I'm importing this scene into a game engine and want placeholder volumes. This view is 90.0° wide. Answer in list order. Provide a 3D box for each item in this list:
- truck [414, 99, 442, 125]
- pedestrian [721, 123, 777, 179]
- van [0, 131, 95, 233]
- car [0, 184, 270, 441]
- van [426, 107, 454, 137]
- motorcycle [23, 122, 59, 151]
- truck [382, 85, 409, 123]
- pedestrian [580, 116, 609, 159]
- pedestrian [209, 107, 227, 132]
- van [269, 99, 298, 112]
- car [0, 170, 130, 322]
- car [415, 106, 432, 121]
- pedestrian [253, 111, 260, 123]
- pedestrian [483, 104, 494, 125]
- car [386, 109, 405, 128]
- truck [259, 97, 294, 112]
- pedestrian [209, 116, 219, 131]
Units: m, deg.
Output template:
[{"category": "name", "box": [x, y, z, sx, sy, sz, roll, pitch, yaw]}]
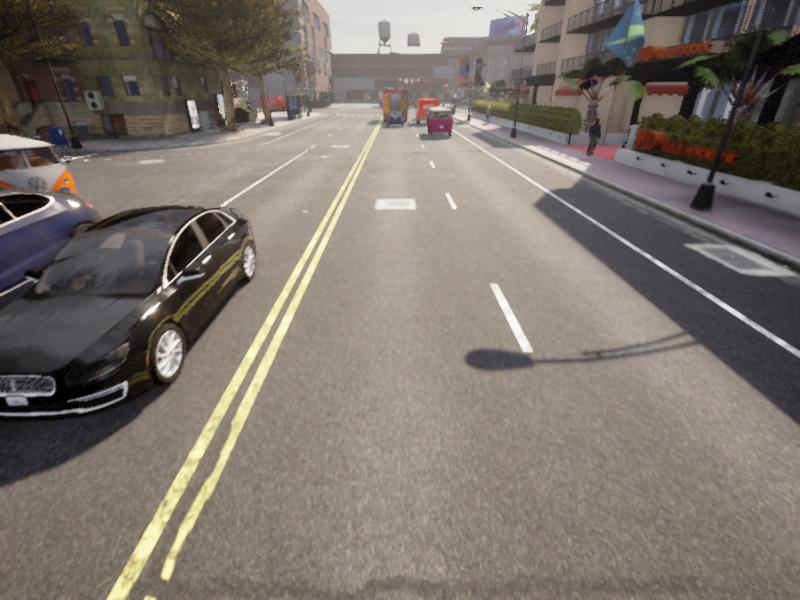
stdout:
[{"category": "truck", "box": [2.991, -20.636, 43.759, 2.627, 2.467, 5.204, 0, 27, 0]}, {"category": "pedestrian", "box": [12.811, -5.491, 14.748, 0.751, 1.860, 0.751, -2, 27, -4]}, {"category": "van", "box": [-10.680, -3.460, 11.138, 4.442, 1.987, 1.775, 20, 33, 33]}, {"category": "car", "box": [-3.574, -0.405, 5.749, 1.837, 1.490, 4.892, 0, 27, -1]}, {"category": "van", "box": [3.125, -14.365, 32.172, 1.775, 1.987, 4.442, 0, 27, 0]}, {"category": "motorcycle", "box": [-21.214, -9.687, 23.684, 0.764, 1.277, 2.356, -24, 35, -21]}, {"category": "truck", "box": [-0.555, -23.483, 47.804, 2.891, 3.827, 8.468, 0, 27, 0]}, {"category": "pedestrian", "box": [9.408, -7.900, 19.412, 0.751, 1.860, 0.751, 3, 27, 5]}, {"category": "pedestrian", "box": [-14.990, -14.880, 32.973, 0.751, 1.860, 0.751, 4, 28, 8]}, {"category": "van", "box": [-21.727, -36.355, 74.687, 4.480, 2.038, 2.069, 0, 27, 0]}, {"category": "car", "box": [-7.077, -0.760, 6.307, 2.152, 1.651, 5.027, 0, 27, 0]}, {"category": "car", "box": [2.917, -23.568, 50.509, 1.970, 1.475, 3.806, 0, 27, 0]}, {"category": "pedestrian", "box": [-15.563, -19.842, 43.391, 0.500, 1.100, 0.500, 0, 27, 0]}, {"category": "pedestrian", "box": [8.868, -18.671, 40.229, 0.751, 1.860, 0.751, 1, 27, 1]}, {"category": "car", "box": [-0.468, -18.378, 40.407, 1.789, 1.549, 3.705, 0, 27, 0]}, {"category": "truck", "box": [-22.068, -34.941, 71.477, 5.204, 2.467, 2.627, 0, 27, 0]}, {"category": "pedestrian", "box": [-15.948, -15.119, 34.264, 0.500, 1.100, 0.500, -13, 30, -23]}]
